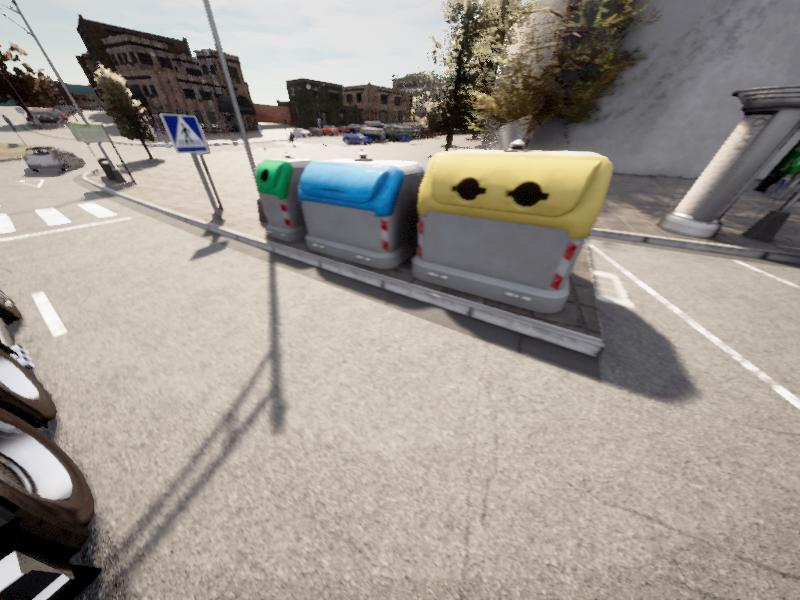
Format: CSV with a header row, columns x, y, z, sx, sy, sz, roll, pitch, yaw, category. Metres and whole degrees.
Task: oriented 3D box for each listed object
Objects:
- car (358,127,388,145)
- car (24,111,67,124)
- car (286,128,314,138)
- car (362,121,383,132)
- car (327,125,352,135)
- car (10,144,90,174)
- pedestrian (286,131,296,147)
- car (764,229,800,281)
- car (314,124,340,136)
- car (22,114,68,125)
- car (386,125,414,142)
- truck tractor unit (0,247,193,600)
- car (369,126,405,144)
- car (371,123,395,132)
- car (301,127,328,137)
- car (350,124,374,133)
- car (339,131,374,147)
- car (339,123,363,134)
x,y,z,sx,sy,sz,roll,pitch,yaw,category
-4.370,-26.669,37.486,4.442,1.987,1.878,20,44,22,car
-73.837,-37.987,48.233,2.185,1.767,4.553,32,45,30,car
-19.413,-32.553,44.968,4.674,1.452,2.002,18,43,21,car
-6.507,-40.516,54.009,4.442,1.987,1.878,18,43,21,car
-12.935,-36.435,49.560,4.792,1.488,2.163,18,43,21,car
-26.137,-10.741,17.483,1.845,1.501,3.633,-16,41,-24,car
-15.834,-23.408,33.694,0.751,1.860,0.751,-28,47,-36,pedestrian
8.661,0.068,2.558,2.163,1.488,4.792,5,34,8,car
-15.054,-35.249,47.909,4.553,1.767,2.185,18,43,21,car
-71.850,-36.616,46.899,2.231,1.521,4.892,32,45,30,car
-0.031,-29.264,40.558,4.442,1.987,1.878,20,45,22,car
-5.086,-0.325,0.830,6.516,4.208,3.053,19,39,26,truck tractor unit
-2.228,-27.993,39.014,5.566,2.045,2.435,20,45,22,car
-4.069,-41.536,55.558,5.366,1.575,1.946,18,43,21,car
-17.218,-33.844,46.483,4.792,1.488,2.163,18,43,21,car
-8.571,-39.029,52.592,5.008,1.535,2.097,18,43,21,car
-6.749,-25.275,36.182,5.008,1.535,2.097,20,44,22,car
-10.714,-37.825,50.967,4.553,1.767,2.185,18,43,21,car
